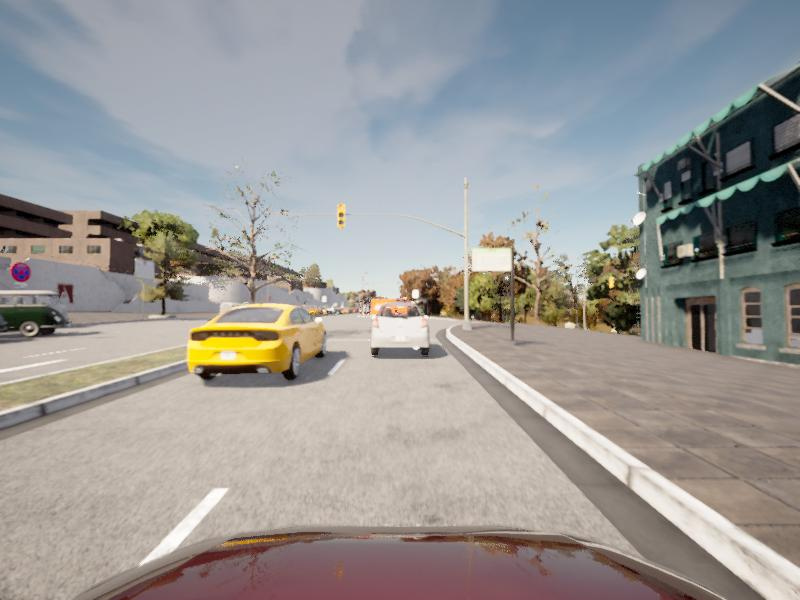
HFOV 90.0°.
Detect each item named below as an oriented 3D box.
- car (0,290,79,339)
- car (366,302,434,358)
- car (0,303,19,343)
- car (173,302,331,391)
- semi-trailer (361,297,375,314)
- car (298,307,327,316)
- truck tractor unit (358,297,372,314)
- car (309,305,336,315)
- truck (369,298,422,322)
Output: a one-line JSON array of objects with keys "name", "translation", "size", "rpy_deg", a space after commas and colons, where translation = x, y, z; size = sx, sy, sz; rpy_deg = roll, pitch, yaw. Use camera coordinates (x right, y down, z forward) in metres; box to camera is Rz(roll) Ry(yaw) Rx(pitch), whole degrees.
[{"name": "car", "translation": [-16.831, 0.593, 17.093], "size": [4.442, 1.987, 1.878], "rpy_deg": [-1, 0, -20]}, {"name": "car", "translation": [0.002, 0.817, 12.559], "size": [1.845, 1.501, 3.633], "rpy_deg": [0, 0, 0]}, {"name": "car", "translation": [-16.934, 0.863, 14.068], "size": [4.674, 1.452, 2.002], "rpy_deg": [-1, 0, -20]}, {"name": "car", "translation": [-3.000, 0.818, 9.450], "size": [1.882, 1.535, 5.008], "rpy_deg": [0, 0, 0]}, {"name": "semi-trailer", "translation": [-8.809, 1.679, 110.282], "size": [2.717, 4.402, 14.254], "rpy_deg": [0, -2, 0]}, {"name": "car", "translation": [-17.071, 2.273, 78.195], "size": [5.366, 1.575, 1.946], "rpy_deg": [0, -1, -20]}, {"name": "truck tractor unit", "translation": [-8.808, 1.546, 102.368], "size": [3.053, 4.208, 6.516], "rpy_deg": [0, -2, 0]}, {"name": "car", "translation": [-16.921, 2.238, 87.197], "size": [5.566, 2.045, 2.435], "rpy_deg": [0, -1, -20]}, {"name": "truck", "translation": [-0.506, 1.088, 43.569], "size": [5.204, 2.467, 2.627], "rpy_deg": [-1, -2, 35]}]
